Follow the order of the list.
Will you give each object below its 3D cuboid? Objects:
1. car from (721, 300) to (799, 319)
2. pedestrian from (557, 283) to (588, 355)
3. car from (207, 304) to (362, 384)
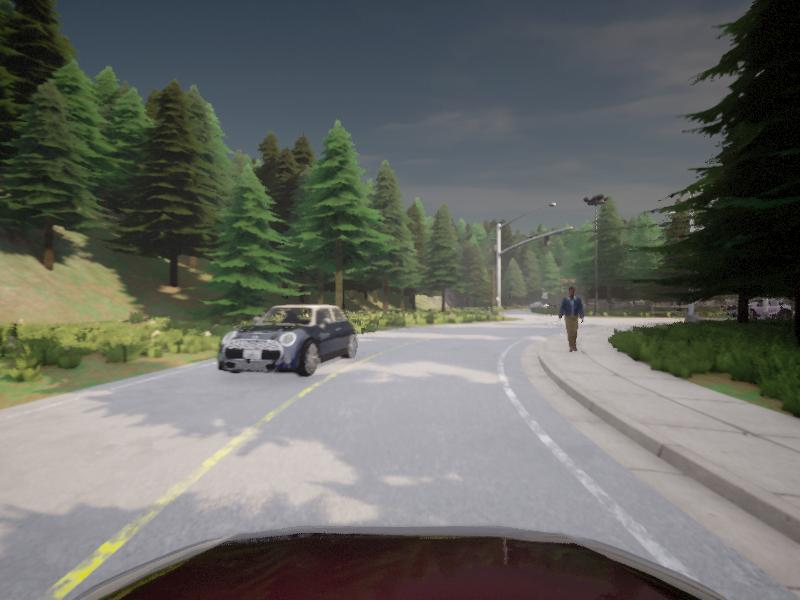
[{"bbox_3d":[31.048,0.798,34.590,4.856,1.649,2.033,0,0,2],"label":"car"},{"bbox_3d":[4.673,0.489,10.883,0.751,1.860,0.751,0,0,20],"label":"pedestrian"},{"bbox_3d":[-2.476,0.855,9.641,1.970,1.475,3.806,0,0,14],"label":"car"}]
